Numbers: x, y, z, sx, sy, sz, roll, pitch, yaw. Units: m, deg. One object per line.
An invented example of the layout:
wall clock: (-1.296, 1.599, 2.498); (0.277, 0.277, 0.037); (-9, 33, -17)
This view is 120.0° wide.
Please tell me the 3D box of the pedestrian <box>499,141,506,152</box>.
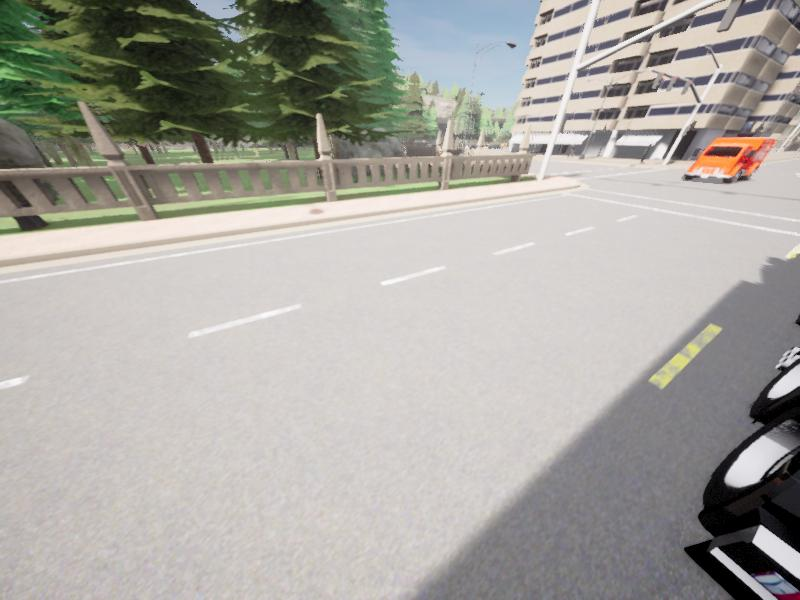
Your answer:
pedestrian: (20.509, -30.609, 46.126); (0.751, 1.860, 0.751); (6, 35, 8)

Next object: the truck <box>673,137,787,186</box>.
truck: (21.795, -9.306, 15.367); (5.204, 2.467, 2.627); (-17, 38, -23)

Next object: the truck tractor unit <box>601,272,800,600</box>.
truck tractor unit: (5.121, -0.290, 0.768); (6.516, 4.208, 3.053); (-18, 38, -24)

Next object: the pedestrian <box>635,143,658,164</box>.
pedestrian: (26.745, -15.916, 25.081); (0.751, 1.860, 0.751); (-14, 37, -19)
